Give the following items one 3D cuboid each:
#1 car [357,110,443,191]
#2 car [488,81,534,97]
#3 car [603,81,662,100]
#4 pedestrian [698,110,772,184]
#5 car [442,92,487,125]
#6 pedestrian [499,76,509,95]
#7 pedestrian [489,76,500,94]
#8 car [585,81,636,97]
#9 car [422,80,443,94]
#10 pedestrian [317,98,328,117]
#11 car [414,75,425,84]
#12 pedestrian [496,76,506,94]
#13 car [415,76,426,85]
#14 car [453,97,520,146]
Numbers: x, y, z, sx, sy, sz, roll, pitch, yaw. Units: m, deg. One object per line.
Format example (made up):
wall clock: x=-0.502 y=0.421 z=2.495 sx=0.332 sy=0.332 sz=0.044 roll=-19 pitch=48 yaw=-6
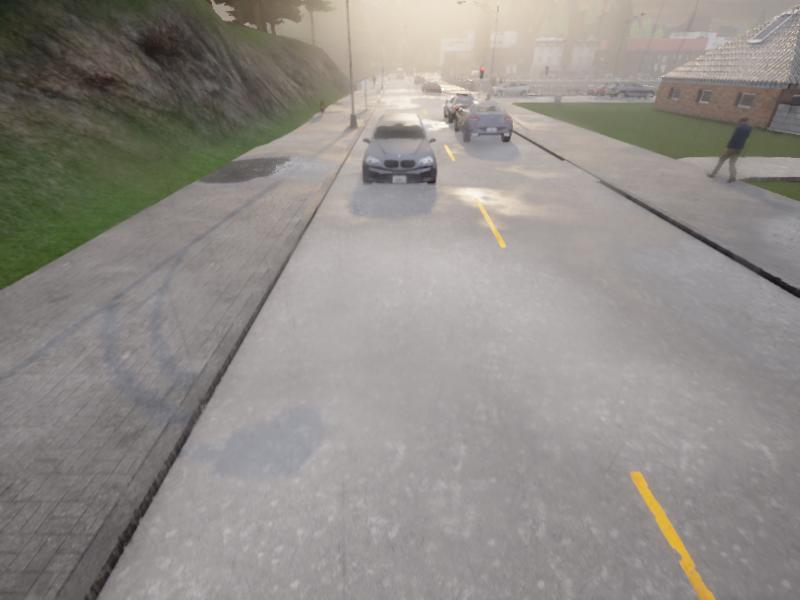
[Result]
car: x=-0.009 y=-4.931 z=12.797 sx=2.242 sy=1.667 sz=4.611 roll=0 pitch=30 yaw=0
car: x=12.701 y=-24.206 z=45.949 sx=4.514 sy=1.525 sz=2.007 roll=0 pitch=30 yaw=-1
car: x=24.605 y=-22.249 z=42.512 sx=4.856 sy=1.649 sz=2.033 roll=0 pitch=30 yaw=0
pedestrian: x=9.401 y=-4.310 z=11.305 sx=0.751 sy=1.860 sz=0.751 roll=0 pitch=30 yaw=0
car: x=3.984 y=-12.326 z=25.599 sx=2.038 sy=1.542 sz=4.974 roll=0 pitch=30 yaw=0
pedestrian: x=12.342 y=-25.520 z=47.596 sx=0.751 sy=1.860 sz=0.751 roll=15 pitch=33 yaw=24
pedestrian: x=11.290 y=-25.684 z=47.857 sx=0.751 sy=1.860 sz=0.751 roll=-17 pitch=35 yaw=-27
car: x=24.114 y=-24.224 z=45.993 sx=4.514 sy=1.525 sz=2.007 roll=0 pitch=30 yaw=0
car: x=4.197 y=-27.994 z=52.579 sx=1.994 sy=1.385 sz=4.181 roll=-3 pitch=30 yaw=-6
pedestrian: x=-5.077 y=-12.599 z=26.227 sx=0.500 sy=1.100 sz=0.500 roll=2 pitch=30 yaw=4
car: x=3.954 y=-45.576 z=82.513 sx=2.038 sy=1.542 sz=4.974 roll=0 pitch=30 yaw=0
pedestrian: x=12.168 y=-25.827 z=48.104 sx=0.751 sy=1.860 sz=0.751 roll=-2 pitch=30 yaw=-3
car: x=3.955 y=-42.222 z=76.828 sx=1.816 sy=1.474 sz=4.193 roll=0 pitch=30 yaw=0
car: x=3.986 y=-8.782 z=19.443 sx=2.152 sy=1.651 sz=5.027 roll=0 pitch=30 yaw=0
